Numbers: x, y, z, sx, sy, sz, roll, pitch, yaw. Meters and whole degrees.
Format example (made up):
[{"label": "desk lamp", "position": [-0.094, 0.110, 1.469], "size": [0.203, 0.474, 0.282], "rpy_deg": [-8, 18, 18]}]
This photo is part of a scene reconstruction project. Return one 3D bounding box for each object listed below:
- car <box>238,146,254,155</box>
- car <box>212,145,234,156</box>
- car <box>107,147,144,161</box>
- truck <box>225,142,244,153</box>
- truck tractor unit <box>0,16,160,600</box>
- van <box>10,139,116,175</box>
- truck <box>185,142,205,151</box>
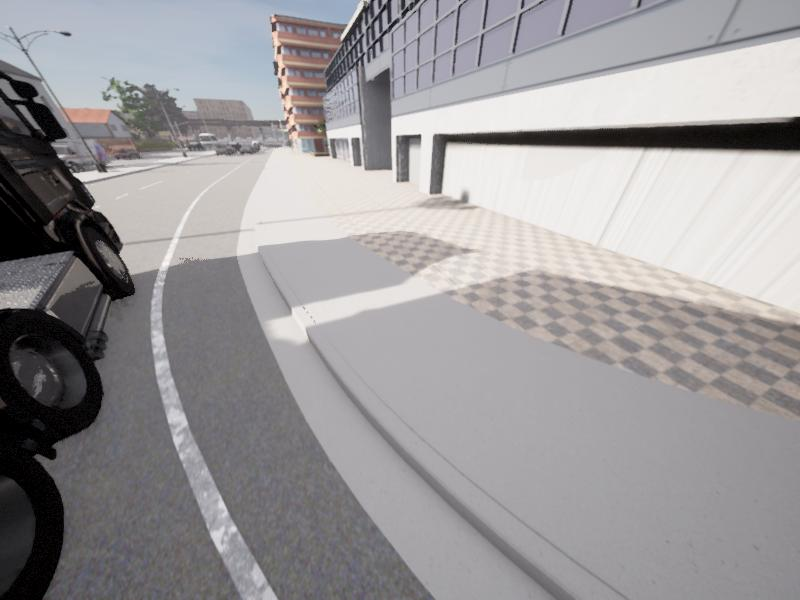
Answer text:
[{"label": "car", "position": [-30.531, -29.647, 45.864], "size": [1.895, 1.301, 4.718], "rpy_deg": [-14, 37, -19]}, {"label": "car", "position": [-33.046, -28.092, 43.299], "size": [2.242, 1.667, 4.611], "rpy_deg": [-14, 37, -19]}, {"label": "car", "position": [-40.920, -21.886, 34.565], "size": [1.816, 1.474, 4.193], "rpy_deg": [-14, 37, -19]}, {"label": "truck", "position": [-39.262, -36.370, 54.911], "size": [2.390, 2.098, 6.274], "rpy_deg": [-14, 37, -19]}, {"label": "truck tractor unit", "position": [-4.653, -0.608, 1.219], "size": [3.053, 4.208, 6.516], "rpy_deg": [-25, 42, -31]}, {"label": "van", "position": [-30.217, -13.304, 21.277], "size": [2.351, 2.431, 6.366], "rpy_deg": [-14, 37, -19]}, {"label": "truck", "position": [-56.473, -42.420, 63.747], "size": [2.390, 2.098, 6.274], "rpy_deg": [-14, 37, -19]}]
